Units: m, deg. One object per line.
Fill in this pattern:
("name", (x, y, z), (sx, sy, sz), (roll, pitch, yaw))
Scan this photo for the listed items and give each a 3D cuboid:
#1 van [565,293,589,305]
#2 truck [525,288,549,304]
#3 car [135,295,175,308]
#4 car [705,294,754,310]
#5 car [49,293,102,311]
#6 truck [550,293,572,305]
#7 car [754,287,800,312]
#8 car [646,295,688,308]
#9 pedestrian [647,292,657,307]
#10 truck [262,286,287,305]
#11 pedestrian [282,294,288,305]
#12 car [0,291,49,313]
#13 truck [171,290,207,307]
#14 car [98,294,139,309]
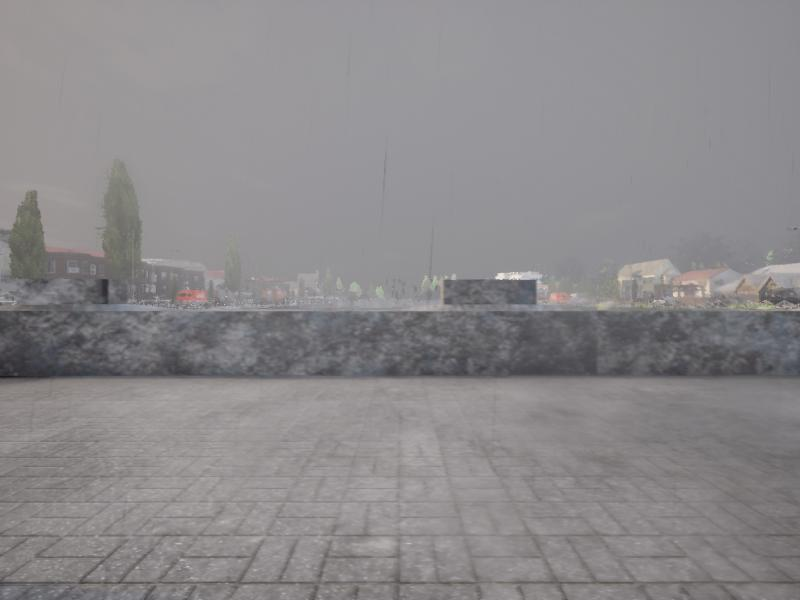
("van", (38.204, -0.220, 86.625), (2.351, 2.431, 6.366), (0, 0, 0))
("truck", (34.194, -0.918, 100.196), (2.891, 3.827, 8.468), (0, 0, 0))
("car", (-31.451, 0.166, 51.513), (1.930, 1.638, 5.238), (0, 0, 0))
("car", (34.211, 0.194, 41.691), (1.851, 1.617, 3.988), (0, 0, 0))
("car", (-31.447, 0.182, 38.929), (1.851, 1.617, 3.988), (0, 0, 0))
("truck", (34.202, -0.239, 85.209), (2.627, 2.467, 5.204), (0, 0, 0))
("car", (34.212, -0.026, 34.626), (2.150, 2.045, 5.566), (0, 0, 0))
("car", (34.210, 0.236, 51.427), (2.038, 1.542, 4.974), (0, 0, 0))
("pedestrian", (30.225, -0.061, 48.029), (0.751, 1.860, 0.751), (0, 0, -23))
("truck", (-27.466, -0.929, 88.185), (2.891, 3.827, 8.468), (0, 0, 0))
("pedestrian", (-19.145, -0.069, 66.774), (0.751, 1.860, 0.751), (0, 0, -3))
("car", (-31.433, 0.176, 32.104), (2.152, 1.651, 5.027), (0, 0, 0))
("truck", (-31.455, -0.250, 59.930), (2.627, 2.467, 5.204), (0, 0, 0))
("car", (-31.449, 0.183, 44.868), (1.851, 1.617, 3.988), (0, 0, 0))
